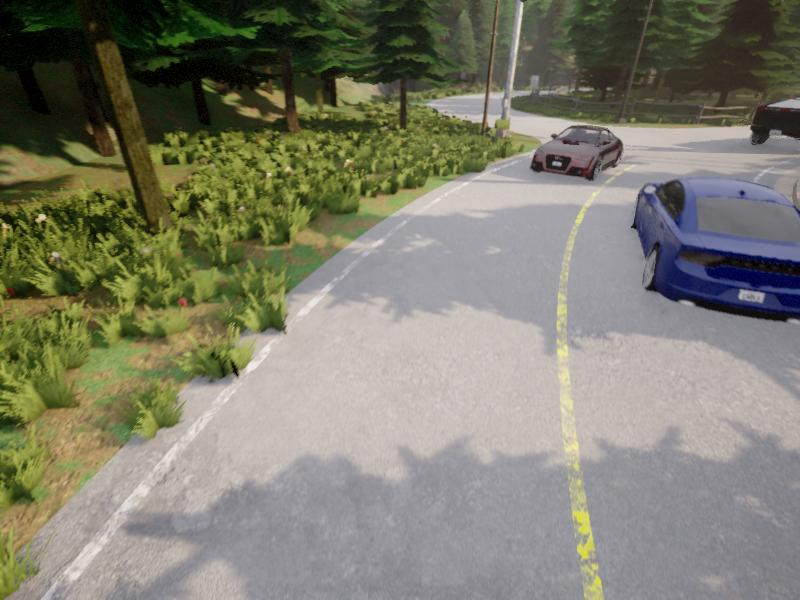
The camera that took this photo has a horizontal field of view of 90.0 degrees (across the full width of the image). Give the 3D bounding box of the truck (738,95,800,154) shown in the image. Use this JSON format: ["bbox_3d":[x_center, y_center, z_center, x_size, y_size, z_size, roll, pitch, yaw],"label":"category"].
[{"bbox_3d":[19.190,-8.272,18.542,6.274,2.098,2.390,-14,33,-23],"label":"truck"}]

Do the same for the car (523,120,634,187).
[{"bbox_3d":[6.126,-5.112,13.571,1.994,1.385,4.181,23,37,33],"label":"car"}]

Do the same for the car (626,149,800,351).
[{"bbox_3d":[5.331,-1.314,6.880,1.882,1.535,5.008,12,32,19],"label":"car"}]
